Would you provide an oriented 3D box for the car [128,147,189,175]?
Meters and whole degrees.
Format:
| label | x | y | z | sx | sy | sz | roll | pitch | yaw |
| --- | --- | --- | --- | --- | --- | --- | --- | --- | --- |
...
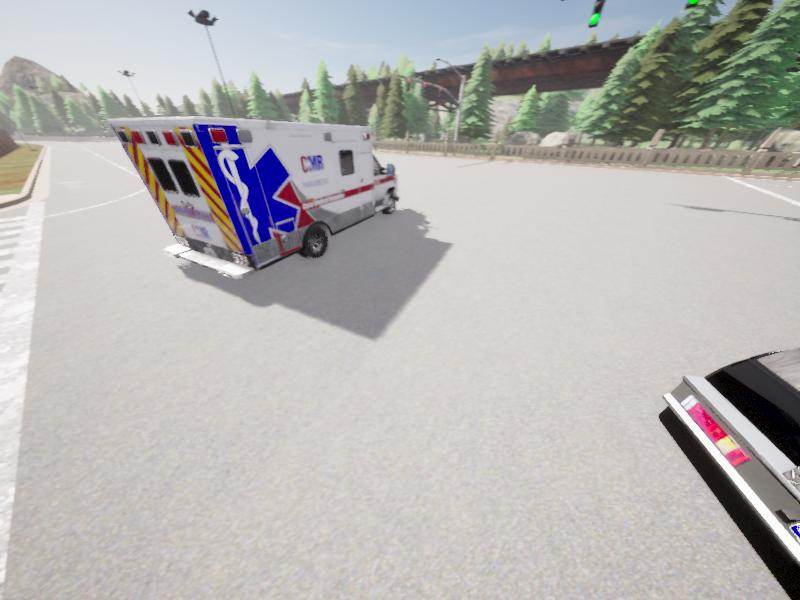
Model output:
| label | x | y | z | sx | sy | sz | roll | pitch | yaw |
| --- | --- | --- | --- | --- | --- | --- | --- | --- | --- |
| car | -17.331 | -10.058 | 16.570 | 4.181 | 1.385 | 1.994 | 26 | 43 | 31 |

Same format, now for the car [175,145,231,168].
| label | x | y | z | sx | sy | sz | roll | pitch | yaw |
| --- | --- | --- | --- | --- | --- | --- | --- | --- | --- |
| car | -17.274 | -12.667 | 20.215 | 5.357 | 1.411 | 2.033 | 26 | 43 | 31 |

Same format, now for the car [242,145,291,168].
| label | x | y | z | sx | sy | sz | roll | pitch | yaw |
| --- | --- | --- | --- | --- | --- | --- | --- | --- | --- |
| car | -11.597 | -12.575 | 20.112 | 3.806 | 1.475 | 1.970 | 26 | 43 | 31 |

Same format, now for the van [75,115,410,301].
| label | x | y | z | sx | sy | sz | roll | pitch | yaw |
| --- | --- | --- | --- | --- | --- | --- | --- | --- | --- |
| van | -2.151 | -2.925 | 5.897 | 2.351 | 2.431 | 6.366 | 16 | 38 | 21 |

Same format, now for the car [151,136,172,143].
| label | x | y | z | sx | sy | sz | roll | pitch | yaw |
| --- | --- | --- | --- | --- | --- | --- | --- | --- | --- |
| car | -66.369 | -44.669 | 64.234 | 4.902 | 1.511 | 2.128 | 17 | 38 | 21 |

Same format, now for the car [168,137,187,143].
| label | x | y | z | sx | sy | sz | roll | pitch | yaw |
| --- | --- | --- | --- | --- | --- | --- | --- | --- | --- |
| car | -64.348 | -46.321 | 66.769 | 4.718 | 1.301 | 1.895 | 16 | 38 | 20 |

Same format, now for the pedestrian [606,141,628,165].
| label | x | y | z | sx | sy | sz | roll | pitch | yaw |
| --- | --- | --- | --- | --- | --- | --- | --- | --- | --- |
| pedestrian | 20.638 | -13.967 | 21.988 | 0.751 | 1.860 | 0.751 | 26 | 43 | 31 |

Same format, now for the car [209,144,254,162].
| label | x | y | z | sx | sy | sz | roll | pitch | yaw |
| --- | --- | --- | --- | --- | --- | --- | --- | --- | --- |
| car | -17.230 | -15.107 | 23.665 | 4.181 | 1.385 | 1.994 | 24 | 42 | 29 |
